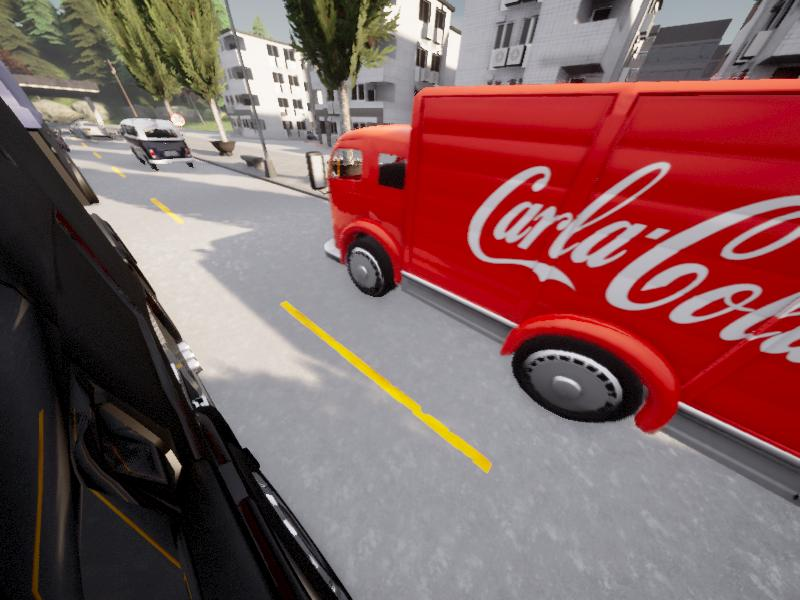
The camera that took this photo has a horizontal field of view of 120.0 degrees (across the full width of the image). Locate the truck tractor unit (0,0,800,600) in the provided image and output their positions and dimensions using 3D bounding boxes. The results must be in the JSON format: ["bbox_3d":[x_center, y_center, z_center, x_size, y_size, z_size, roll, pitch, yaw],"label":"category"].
[{"bbox_3d":[-2.645,-0.295,0.351,6.516,4.208,3.053,28,44,30],"label":"truck tractor unit"}]

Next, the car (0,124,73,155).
[{"bbox_3d":[-23.445,-10.475,15.002,4.181,1.385,1.994,28,44,30],"label":"car"}]

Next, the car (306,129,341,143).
[{"bbox_3d":[-12.035,-25.774,36.352,4.974,1.542,2.038,-11,39,-17],"label":"car"}]

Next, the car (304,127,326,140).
[{"bbox_3d":[-13.956,-27.258,37.804,1.845,1.501,3.633,-25,45,-31],"label":"car"}]

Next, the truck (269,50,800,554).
[{"bbox_3d":[1.320,-0.915,2.904,5.204,2.467,2.627,28,44,29],"label":"truck"}]

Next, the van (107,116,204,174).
[{"bbox_3d":[-12.693,-8.153,12.031,4.480,2.038,2.069,28,44,29],"label":"van"}]

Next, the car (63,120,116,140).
[{"bbox_3d":[-31.915,-17.454,23.726,4.674,1.442,1.812,20,40,22],"label":"car"}]

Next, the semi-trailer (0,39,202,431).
[{"bbox_3d":[-8.724,-3.590,4.199,14.254,4.402,2.717,28,44,29],"label":"semi-trailer"}]

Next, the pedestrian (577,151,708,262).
[{"bbox_3d":[4.562,-1.803,4.580,0.751,1.860,0.751,5,37,4],"label":"pedestrian"}]

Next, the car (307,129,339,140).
[{"bbox_3d":[-12.078,-25.891,36.241,4.536,1.218,1.853,-11,39,-17],"label":"car"}]
